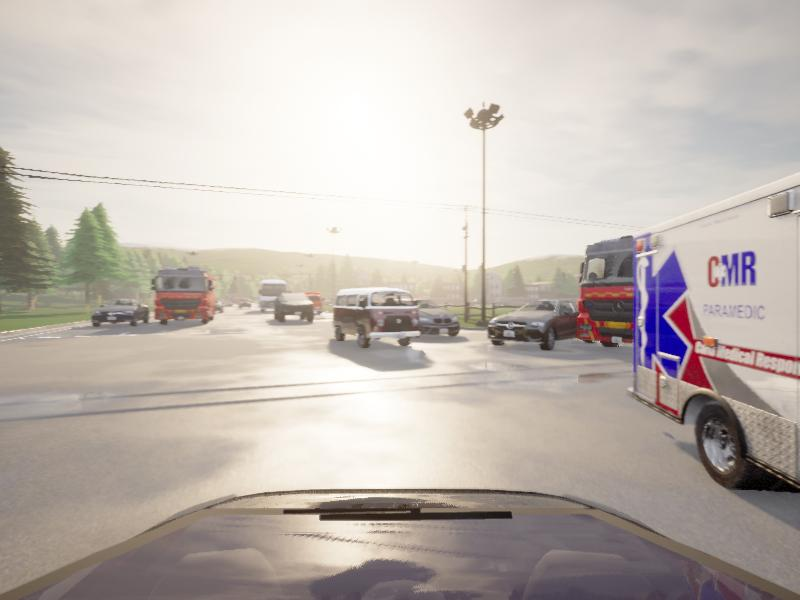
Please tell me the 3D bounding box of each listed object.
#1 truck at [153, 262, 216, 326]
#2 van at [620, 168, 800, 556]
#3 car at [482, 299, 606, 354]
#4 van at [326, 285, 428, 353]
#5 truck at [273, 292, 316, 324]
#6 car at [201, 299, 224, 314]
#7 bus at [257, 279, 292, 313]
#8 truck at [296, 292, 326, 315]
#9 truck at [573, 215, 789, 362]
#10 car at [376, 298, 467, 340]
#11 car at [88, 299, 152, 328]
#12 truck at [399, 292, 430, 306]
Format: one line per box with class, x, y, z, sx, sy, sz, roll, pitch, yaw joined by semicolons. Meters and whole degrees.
truck;-14.927;-0.344;28.403;2.891;3.827;8.468;0;0;-21
van;3.614;0.388;1.964;2.351;2.431;6.366;0;0;8
car;5.389;0.799;14.569;5.027;1.651;2.152;0;0;-42
van;-1.042;0.578;14.470;2.069;2.038;4.480;0;0;-27
truck;-8.100;0.536;30.150;2.390;2.098;6.274;0;0;-22
car;-22.523;0.748;48.171;2.152;1.651;5.027;0;0;-21
bus;-17.327;-0.558;54.515;3.944;4.253;10.273;0;1;-21
truck;-10.139;0.347;45.209;2.627;2.467;5.204;0;0;-21
truck;9.947;-0.292;13.797;8.468;3.827;2.891;0;0;-31
car;0.811;0.766;18.515;2.242;1.667;4.611;0;0;-26
car;-17.403;0.751;25.171;2.152;1.651;5.027;0;0;-22
truck;4.283;-0.268;116.523;8.468;3.827;2.891;0;0;-21
